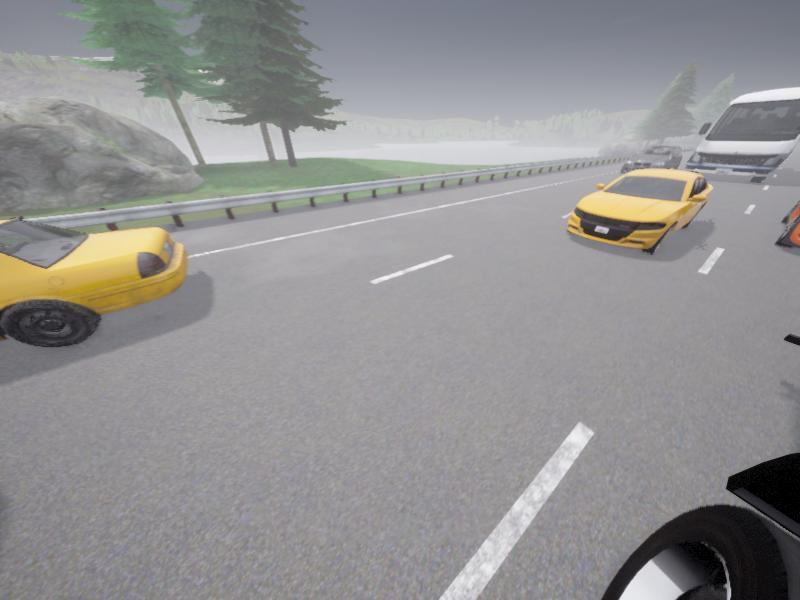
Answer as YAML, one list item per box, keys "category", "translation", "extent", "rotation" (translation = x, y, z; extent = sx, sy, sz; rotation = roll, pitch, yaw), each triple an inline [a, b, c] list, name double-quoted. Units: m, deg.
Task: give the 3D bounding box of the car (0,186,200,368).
- category: "car"
  translation: [-5.925, -0.004, 2.595]
  extent: [5.366, 1.575, 1.801]
  rotation: [-22, 41, -28]

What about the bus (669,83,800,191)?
- category: "bus"
  translation: [22.168, -10.038, 14.205]
  extent: [10.273, 4.253, 3.944]
  rotation: [-23, 41, -27]

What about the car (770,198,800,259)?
- category: "car"
  translation: [11.025, -2.081, 5.186]
  extent: [4.553, 1.767, 2.097]
  rotation: [-22, 41, -28]

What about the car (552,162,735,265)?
- category: "car"
  translation: [6.626, -2.643, 6.250]
  extent: [5.008, 1.535, 1.882]
  rotation: [-22, 41, -28]

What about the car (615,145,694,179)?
- category: "car"
  translation: [17.372, -9.535, 15.794]
  extent: [4.611, 1.667, 2.242]
  rotation: [-22, 40, -28]
